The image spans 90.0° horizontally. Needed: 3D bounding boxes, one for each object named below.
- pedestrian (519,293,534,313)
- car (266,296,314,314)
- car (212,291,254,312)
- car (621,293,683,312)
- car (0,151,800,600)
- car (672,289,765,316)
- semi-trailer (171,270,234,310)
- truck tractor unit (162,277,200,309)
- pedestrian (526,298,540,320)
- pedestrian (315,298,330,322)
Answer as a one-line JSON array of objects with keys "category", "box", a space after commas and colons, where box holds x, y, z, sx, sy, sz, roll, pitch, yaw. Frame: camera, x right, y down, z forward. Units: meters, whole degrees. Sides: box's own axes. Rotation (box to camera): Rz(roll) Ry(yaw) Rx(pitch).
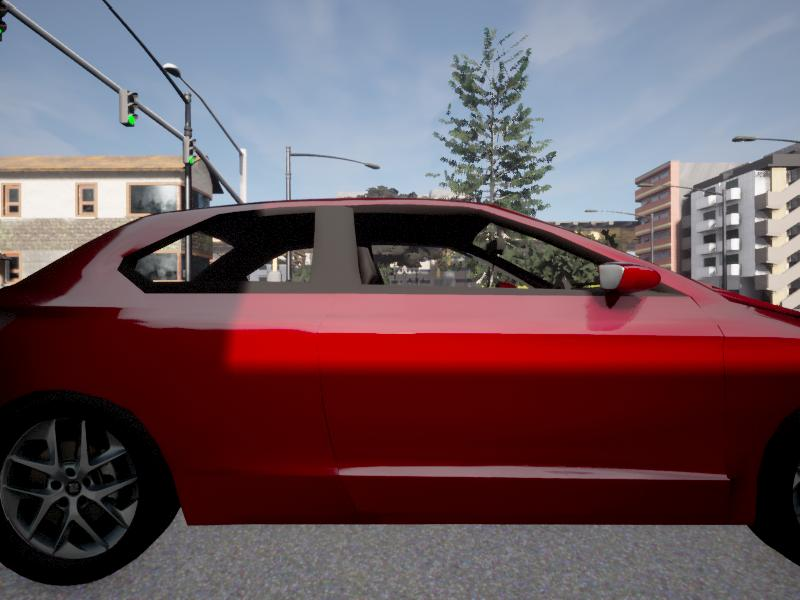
[{"category": "pedestrian", "box": [8.547, 0.192, 27.031, 0.751, 1.300, 0.751, 0, 0, -45]}, {"category": "car", "box": [-9.442, 0.381, 34.164, 4.674, 1.442, 1.812, 0, 0, 45]}, {"category": "car", "box": [-17.815, 0.129, 42.487, 5.566, 2.045, 2.150, 0, 0, 45]}, {"category": "car", "box": [20.871, 0.221, 33.437, 2.163, 1.488, 4.792, 0, 0, 0]}, {"category": "car", "box": [0.276, 0.255, 2.204, 4.193, 1.474, 1.816, 0, 0, 0]}, {"category": "car", "box": [20.807, 0.147, 26.503, 2.152, 1.651, 5.027, 0, 0, 1]}, {"category": "semi-trailer", "box": [-24.744, -1.028, 49.450, 2.717, 4.402, 14.254, 0, 0, -44]}, {"category": "truck tractor unit", "box": [-30.248, -0.885, 55.143, 3.053, 4.208, 6.516, 0, 0, -43]}, {"category": "pedestrian", "box": [6.758, 0.438, 20.342, 0.500, 1.100, 0.500, 0, 0, -15]}, {"category": "pedestrian", "box": [-3.654, 0.461, 18.858, 0.500, 1.100, 0.500, 0, 0, 39]}]
